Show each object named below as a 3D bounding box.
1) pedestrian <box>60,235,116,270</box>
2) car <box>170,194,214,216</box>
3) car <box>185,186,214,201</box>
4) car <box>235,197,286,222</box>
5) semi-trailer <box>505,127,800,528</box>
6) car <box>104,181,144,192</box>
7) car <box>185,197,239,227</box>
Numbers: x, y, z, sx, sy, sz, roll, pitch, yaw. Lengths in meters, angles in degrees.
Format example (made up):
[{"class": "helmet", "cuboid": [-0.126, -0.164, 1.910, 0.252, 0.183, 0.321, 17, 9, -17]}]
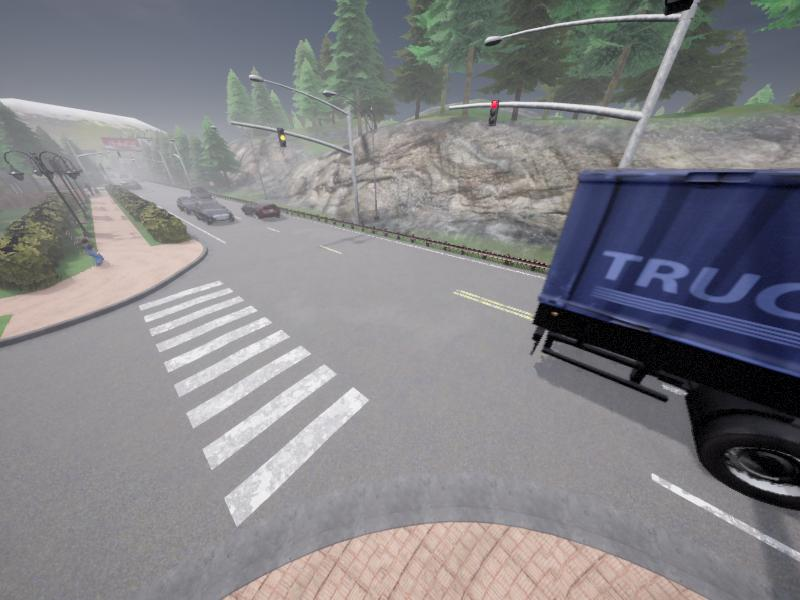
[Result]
[{"class": "pedestrian", "cuboid": [-13.707, -2.115, 10.224, 0.751, 1.300, 0.751, -8, 31, -14]}, {"class": "car", "cuboid": [-21.372, -9.807, 23.688, 4.902, 1.511, 2.128, 23, 37, 34]}, {"class": "car", "cuboid": [-28.691, -15.252, 33.024, 3.988, 1.617, 1.851, 23, 37, 34]}, {"class": "car", "cuboid": [-13.062, -8.562, 21.563, 4.792, 1.488, 2.163, 23, 37, 34]}, {"class": "semi-trailer", "cuboid": [8.646, 1.647, 0.937, 14.254, 4.402, 2.717, 23, 37, 34]}, {"class": "car", "cuboid": [-56.230, -23.220, 47.210, 4.611, 1.667, 2.242, -13, 32, -21]}, {"class": "car", "cuboid": [-16.180, -7.653, 19.841, 4.856, 1.649, 2.033, 23, 37, 34]}]
